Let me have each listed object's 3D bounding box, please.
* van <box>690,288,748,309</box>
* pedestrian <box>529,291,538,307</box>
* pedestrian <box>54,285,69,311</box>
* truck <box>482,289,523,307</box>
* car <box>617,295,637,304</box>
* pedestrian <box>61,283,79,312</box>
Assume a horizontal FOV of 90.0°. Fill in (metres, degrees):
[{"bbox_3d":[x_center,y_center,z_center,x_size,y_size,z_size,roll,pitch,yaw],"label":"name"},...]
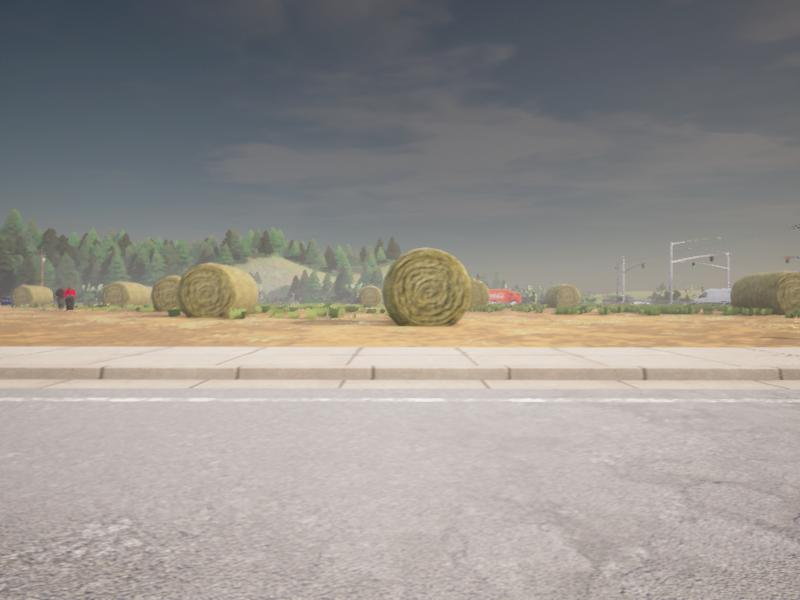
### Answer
[{"bbox_3d":[41.514,-0.186,52.306,1.988,2.561,5.915,1,0,-16],"label":"van"},{"bbox_3d":[16.191,-0.099,48.546,0.751,1.860,0.751,0,0,-4],"label":"pedestrian"},{"bbox_3d":[-24.990,-0.161,29.551,0.751,1.860,0.751,0,0,44],"label":"pedestrian"},{"bbox_3d":[14.198,-0.234,55.799,5.204,2.467,2.627,0,0,4],"label":"truck"},{"bbox_3d":[41.307,-0.121,72.923,1.789,1.549,3.705,0,3,6],"label":"car"},{"bbox_3d":[-21.814,-0.156,26.428,0.751,1.860,0.751,0,0,39],"label":"pedestrian"}]
